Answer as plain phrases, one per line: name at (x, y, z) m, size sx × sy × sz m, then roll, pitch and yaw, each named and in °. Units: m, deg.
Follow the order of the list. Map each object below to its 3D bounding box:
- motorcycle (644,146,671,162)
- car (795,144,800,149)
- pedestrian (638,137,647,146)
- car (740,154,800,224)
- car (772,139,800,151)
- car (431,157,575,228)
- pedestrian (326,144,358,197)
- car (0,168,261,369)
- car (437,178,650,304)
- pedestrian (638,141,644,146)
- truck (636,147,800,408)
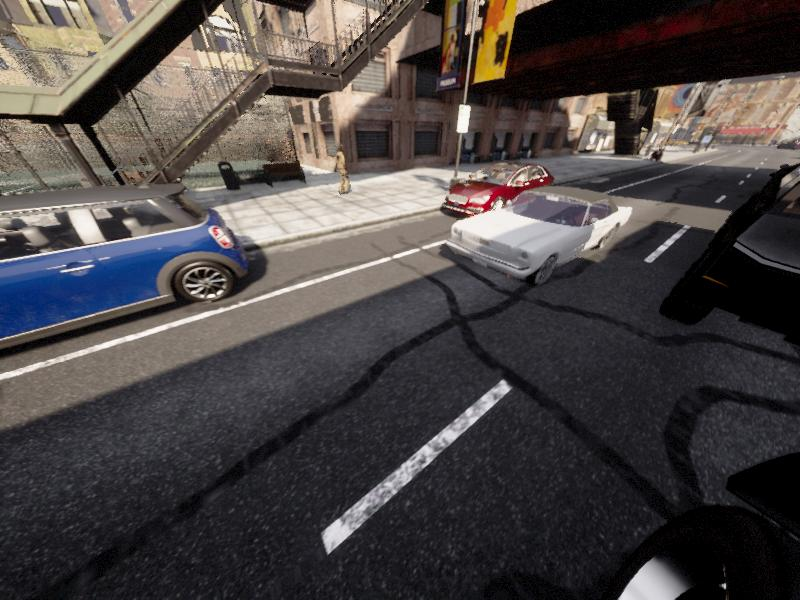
motorcycle at (25.948, -14.762, 23.324) m, size 0.856 × 1.236 × 1.805 m, roll 14°, pitch 38°, yaw 19°
car at (77.567, -28.919, 42.803) m, size 2.097 × 1.767 × 4.553 m, roll 16°, pitch 38°, yaw 22°
pedestrian at (62.511, -40.872, 59.533) m, size 0.751 × 1.860 × 0.751 m, roll 6°, pitch 36°, yaw 8°
car at (14.384, -4.004, 8.064) m, size 5.238 × 1.638 × 1.930 m, roll -22°, pitch 41°, yaw -28°
car at (73.817, -29.047, 43.235) m, size 2.242 × 1.667 × 4.611 m, roll 16°, pitch 38°, yaw 22°
car at (3.775, -4.154, 8.456) m, size 4.892 × 1.521 × 2.231 m, roll -23°, pitch 41°, yaw -29°
pedestrian at (-2.431, -5.510, 9.844) m, size 0.751 × 1.860 × 0.751 m, roll 27°, pitch 43°, yaw 33°
car at (-4.976, -0.603, 3.265) m, size 4.553 × 1.767 × 2.185 m, roll -23°, pitch 41°, yaw -29°
car at (3.283, -1.710, 5.196) m, size 4.718 × 1.301 × 1.895 m, roll -23°, pitch 41°, yaw -28°
pedestrian at (61.916, -40.246, 59.310) m, size 0.500 × 1.100 × 0.500 m, roll 4°, pitch 35°, yaw 6°
truck at (6.530, -0.871, 3.328) m, size 6.274 × 2.098 × 2.390 m, roll -22°, pitch 40°, yaw -29°
